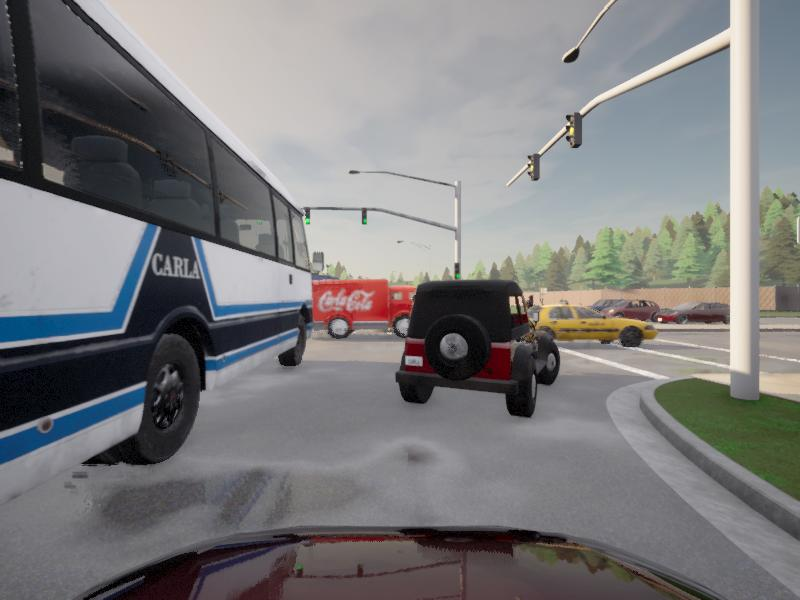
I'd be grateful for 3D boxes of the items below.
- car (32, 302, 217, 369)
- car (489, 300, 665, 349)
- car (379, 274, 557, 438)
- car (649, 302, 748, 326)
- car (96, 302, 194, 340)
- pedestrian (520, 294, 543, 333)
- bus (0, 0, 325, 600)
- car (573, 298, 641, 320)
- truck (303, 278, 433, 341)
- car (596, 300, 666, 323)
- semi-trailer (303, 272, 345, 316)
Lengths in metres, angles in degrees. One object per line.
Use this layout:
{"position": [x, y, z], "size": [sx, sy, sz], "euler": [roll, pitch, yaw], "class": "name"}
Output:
{"position": [-7.484, 0.837, 11.689], "size": [2.128, 1.511, 4.902], "euler": [0, 0, -2], "class": "car"}
{"position": [6.013, 0.802, 13.985], "size": [5.366, 1.575, 1.801], "euler": [0, 0, -1], "class": "car"}
{"position": [1.434, 0.646, 6.742], "size": [1.905, 1.878, 3.866], "euler": [0, 0, 27], "class": "car"}
{"position": [19.094, 0.851, 25.760], "size": [4.792, 1.488, 2.163], "euler": [0, 0, -1], "class": "car"}
{"position": [-11.183, 0.854, 17.951], "size": [1.816, 1.474, 4.193], "euler": [0, 0, -2], "class": "car"}
{"position": [6.327, 0.637, 19.228], "size": [0.751, 1.860, 0.751], "euler": [0, 0, -25], "class": "pedestrian"}
{"position": [-3.929, -0.530, 6.083], "size": [3.944, 4.253, 10.273], "euler": [0, 1, -2], "class": "bus"}
{"position": [16.841, 0.694, 32.714], "size": [4.553, 1.767, 2.097], "euler": [0, 0, -1], "class": "car"}
{"position": [-1.297, 0.365, 17.335], "size": [5.204, 2.467, 2.627], "euler": [-1, 0, -1], "class": "truck"}
{"position": [16.794, 0.788, 29.216], "size": [3.988, 1.617, 1.851], "euler": [0, 0, -1], "class": "car"}
{"position": [-8.586, -0.621, 47.145], "size": [2.717, 4.402, 14.254], "euler": [0, 0, -2], "class": "semi-trailer"}
